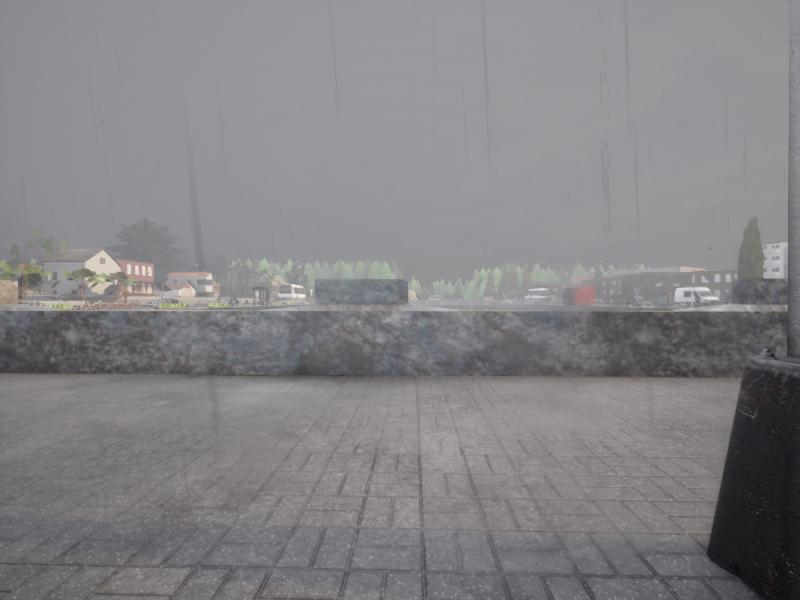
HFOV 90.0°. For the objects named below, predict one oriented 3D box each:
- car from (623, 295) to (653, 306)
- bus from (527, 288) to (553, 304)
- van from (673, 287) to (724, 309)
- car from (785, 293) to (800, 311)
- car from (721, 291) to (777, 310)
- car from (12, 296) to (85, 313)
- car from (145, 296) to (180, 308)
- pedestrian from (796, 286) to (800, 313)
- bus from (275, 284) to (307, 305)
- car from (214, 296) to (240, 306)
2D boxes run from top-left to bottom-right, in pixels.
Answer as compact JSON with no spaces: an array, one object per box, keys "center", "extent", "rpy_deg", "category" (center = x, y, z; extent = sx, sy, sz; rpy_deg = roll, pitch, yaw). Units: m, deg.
[{"center":[37.298,0.094,62.924],"extent":[2.097,1.767,4.553],"rpy_deg":[0,0,2],"category":"car"},{"center":[39.062,-1.139,112.034],"extent":[3.944,4.253,10.273],"rpy_deg":[0,0,2],"category":"bus"},{"center":[36.850,-0.278,49.652],"extent":[1.988,2.561,5.915],"rpy_deg":[0,0,2],"category":"van"},{"center":[36.340,0.201,34.239],"extent":[1.801,1.575,5.366],"rpy_deg":[0,0,2],"category":"car"},{"center":[36.603,0.052,42.120],"extent":[1.932,1.855,4.605],"rpy_deg":[0,0,2],"category":"car"},{"center":[-29.431,0.344,33.736],"extent":[1.895,1.301,4.718],"rpy_deg":[0,0,2],"category":"car"},{"center":[-28.920,0.253,48.891],"extent":[1.970,1.475,3.806],"rpy_deg":[0,0,2],"category":"car"},{"center":[27.979,-0.053,27.472],"extent":[0.751,1.860,0.751],"rpy_deg":[0,0,2],"category":"pedestrian"},{"center":[-23.714,-1.139,88.045],"extent":[3.944,4.253,10.273],"rpy_deg":[0,0,2],"category":"bus"},{"center":[-28.354,0.168,65.618],"extent":[2.033,1.649,4.856],"rpy_deg":[0,0,2],"category":"car"}]
